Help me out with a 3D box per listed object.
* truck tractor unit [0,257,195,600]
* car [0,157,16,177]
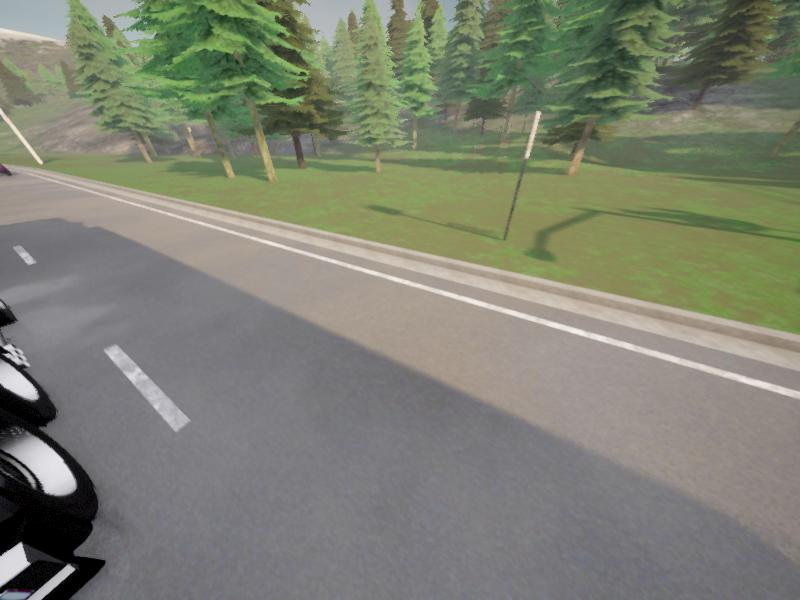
[{"bbox_3d":[-5.103,-0.310,0.794,6.516,4.208,3.053,19,39,25],"label":"truck tractor unit"},{"bbox_3d":[-33.585,-10.829,18.616,4.193,1.474,1.816,18,39,24],"label":"car"}]
